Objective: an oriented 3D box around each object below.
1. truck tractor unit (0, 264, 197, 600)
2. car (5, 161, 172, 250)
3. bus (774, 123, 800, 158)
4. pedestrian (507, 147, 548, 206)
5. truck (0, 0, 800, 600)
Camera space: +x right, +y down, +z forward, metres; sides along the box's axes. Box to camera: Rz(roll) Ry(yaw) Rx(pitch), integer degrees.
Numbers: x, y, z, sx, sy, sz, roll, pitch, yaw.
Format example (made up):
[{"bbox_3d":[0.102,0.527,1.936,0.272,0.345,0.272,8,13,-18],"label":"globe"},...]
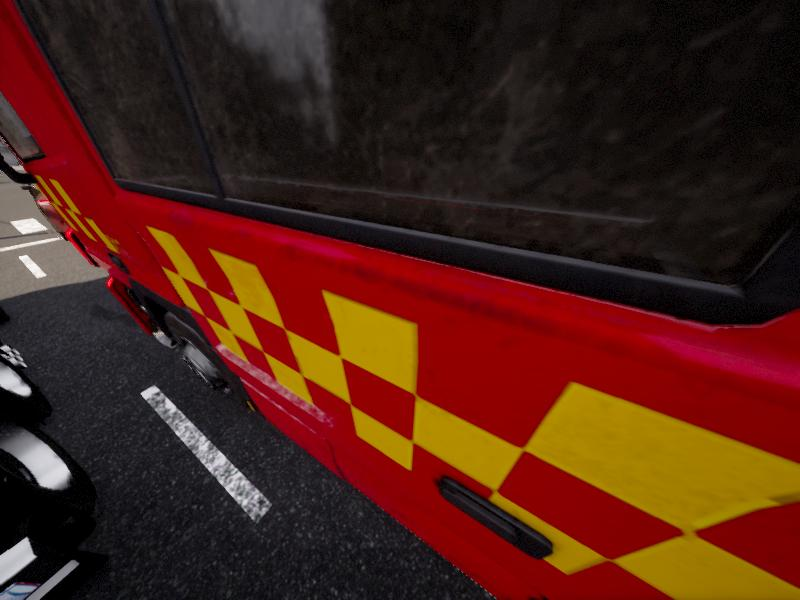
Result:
[{"bbox_3d":[-5.109,-0.303,0.776,6.516,4.208,3.053,18,39,24],"label":"truck tractor unit"},{"bbox_3d":[-9.987,-3.309,7.405,5.027,1.651,2.152,22,41,28],"label":"car"},{"bbox_3d":[54.761,-20.046,28.665,3.944,4.253,10.273,18,37,25],"label":"bus"},{"bbox_3d":[4.670,-4.565,8.580,0.751,1.860,0.751,9,36,13],"label":"pedestrian"},{"bbox_3d":[1.134,-0.433,1.268,8.468,3.827,2.891,18,39,24],"label":"truck"}]
